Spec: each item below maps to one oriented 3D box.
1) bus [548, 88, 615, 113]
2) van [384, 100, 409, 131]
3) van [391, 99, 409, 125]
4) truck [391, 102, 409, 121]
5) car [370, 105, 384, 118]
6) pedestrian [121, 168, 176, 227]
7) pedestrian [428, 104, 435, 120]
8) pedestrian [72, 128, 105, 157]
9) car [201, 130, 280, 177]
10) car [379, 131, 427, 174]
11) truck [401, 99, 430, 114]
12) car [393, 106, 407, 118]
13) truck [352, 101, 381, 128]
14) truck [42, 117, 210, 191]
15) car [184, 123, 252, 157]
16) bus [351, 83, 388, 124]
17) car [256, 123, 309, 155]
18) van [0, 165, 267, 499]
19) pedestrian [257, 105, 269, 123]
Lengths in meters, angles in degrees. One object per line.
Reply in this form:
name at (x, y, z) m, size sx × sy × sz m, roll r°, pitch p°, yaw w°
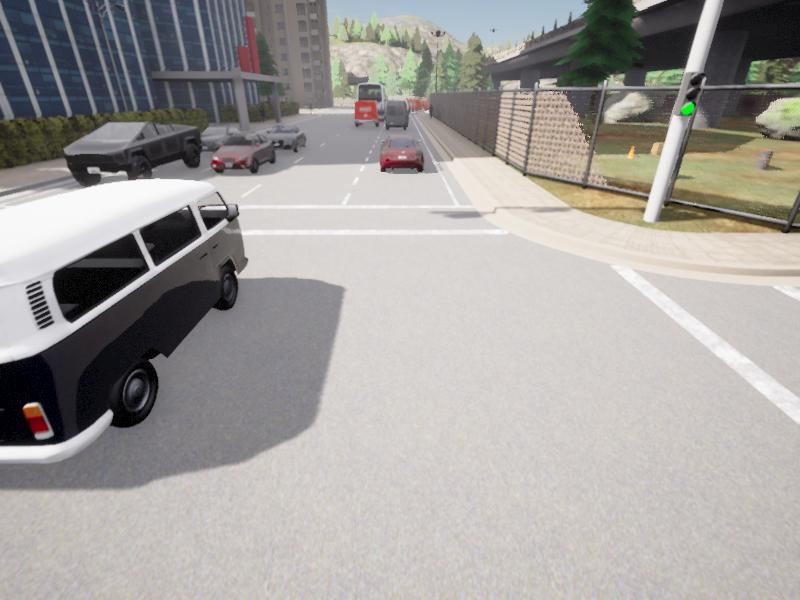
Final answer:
bus at (34.584, -38.198, 76.650) m, size 10.273 × 4.253 × 3.944 m, roll 0°, pitch 27°, yaw 0°
van at (-0.253, -18.255, 39.446) m, size 1.988 × 2.561 × 5.915 m, roll 2°, pitch 27°, yaw 3°
van at (0.017, -22.071, 46.899) m, size 1.988 × 2.561 × 5.915 m, roll 0°, pitch 27°, yaw 0°
truck at (0.014, -25.714, 54.491) m, size 2.390 × 2.098 × 6.274 m, roll 0°, pitch 27°, yaw 0°
car at (-3.485, -28.840, 61.157) m, size 1.801 × 1.575 × 5.366 m, roll 0°, pitch 27°, yaw 0°
pedestrian at (-6.425, -2.652, 10.313) m, size 0.751 × 1.300 × 0.751 m, roll -7°, pitch 28°, yaw -13°
pedestrian at (4.039, -24.471, 51.944) m, size 0.751 × 1.860 × 0.751 m, roll -1°, pitch 27°, yaw -1°
pedestrian at (-16.094, -8.160, 20.693) m, size 0.751 × 1.300 × 0.751 m, roll 0°, pitch 27°, yaw 0°
car at (-6.987, -6.703, 18.056) m, size 1.816 × 1.474 × 4.193 m, roll 0°, pitch 27°, yaw 0°
car at (0.067, -7.014, 18.788) m, size 1.994 × 1.385 × 4.181 m, roll 0°, pitch 27°, yaw -1°
truck at (2.781, -35.797, 73.859) m, size 5.204 × 2.467 × 2.627 m, roll 0°, pitch 27°, yaw 0°
car at (0.015, -28.998, 61.545) m, size 2.128 × 1.511 × 4.902 m, roll 0°, pitch 27°, yaw 0°
truck at (-3.486, -19.973, 42.866) m, size 2.627 × 2.467 × 5.204 m, roll 0°, pitch 27°, yaw 0°
truck at (-10.488, -6.163, 16.314) m, size 2.390 × 2.098 × 6.274 m, roll 0°, pitch 27°, yaw 0°
car at (-10.486, -9.456, 23.459) m, size 1.812 × 1.442 × 4.674 m, roll 0°, pitch 27°, yaw 0°
bus at (-3.607, -25.136, 50.997) m, size 3.944 × 4.253 × 10.273 m, roll 0°, pitch 27°, yaw 0°
car at (-6.996, -9.847, 24.310) m, size 1.994 × 1.385 × 4.181 m, roll 0°, pitch 27°, yaw -1°
van at (-3.481, -0.249, 4.904) m, size 2.069 × 2.038 × 4.480 m, roll 0°, pitch 27°, yaw 0°
pedestrian at (-15.343, -20.845, 44.842) m, size 0.751 × 1.860 × 0.751 m, roll 0°, pitch 27°, yaw -1°
